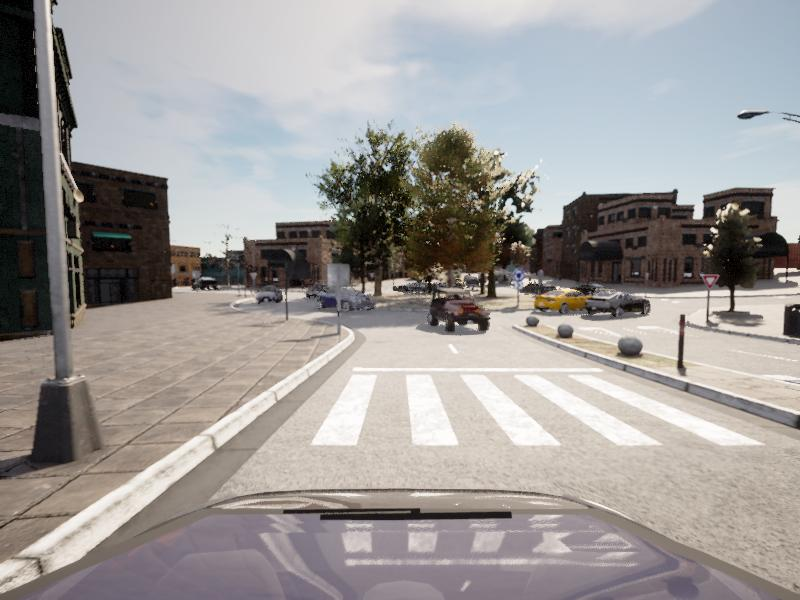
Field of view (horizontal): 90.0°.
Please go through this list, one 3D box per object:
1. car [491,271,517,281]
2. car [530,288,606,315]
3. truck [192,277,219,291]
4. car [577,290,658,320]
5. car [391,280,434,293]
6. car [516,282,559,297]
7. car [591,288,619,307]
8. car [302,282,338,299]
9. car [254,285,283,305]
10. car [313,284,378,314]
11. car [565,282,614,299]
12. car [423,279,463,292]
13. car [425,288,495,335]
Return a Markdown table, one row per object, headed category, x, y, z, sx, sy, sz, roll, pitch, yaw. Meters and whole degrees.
| category | x | y | z | sx | sy | sz | roll | pitch | yaw |
| --- | --- | --- | --- | --- | --- | --- | --- | --- | --- |
| car | 23.558 | -5.473 | 90.937 | 5.566 | 2.045 | 2.435 | 1 | 5 | 10 |
| car | 11.359 | 0.040 | 26.959 | 5.008 | 1.535 | 1.882 | -2 | 4 | -27 |
| truck | -31.147 | -2.619 | 63.952 | 2.390 | 2.098 | 6.274 | -3 | 4 | -39 |
| car | 13.462 | 0.212 | 24.697 | 4.902 | 1.511 | 2.128 | -2 | 5 | -31 |
| car | 1.616 | -1.735 | 51.336 | 5.238 | 1.638 | 1.930 | 0 | 4 | -11 |
| car | 15.744 | -1.298 | 46.210 | 1.837 | 1.490 | 4.892 | -1 | 4 | -23 |
| car | 17.132 | -0.291 | 33.352 | 1.895 | 1.301 | 4.718 | 2 | 5 | 28 |
| car | -8.243 | -1.028 | 41.571 | 1.851 | 1.617 | 3.988 | 1 | 4 | 18 |
| car | -11.210 | -0.453 | 34.360 | 1.816 | 1.474 | 4.193 | -1 | 4 | -11 |
| car | -3.872 | -0.164 | 28.017 | 4.553 | 1.767 | 2.097 | 4 | 5 | 44 |
| car | 20.215 | -1.085 | 42.878 | 1.882 | 1.535 | 5.008 | -1 | 4 | -16 |
| car | 5.946 | -1.961 | 54.529 | 5.238 | 1.638 | 1.930 | 1 | 4 | 12 |
| car | 2.635 | 0.412 | 18.692 | 1.905 | 1.878 | 3.866 | 0 | 3 | -13 |
